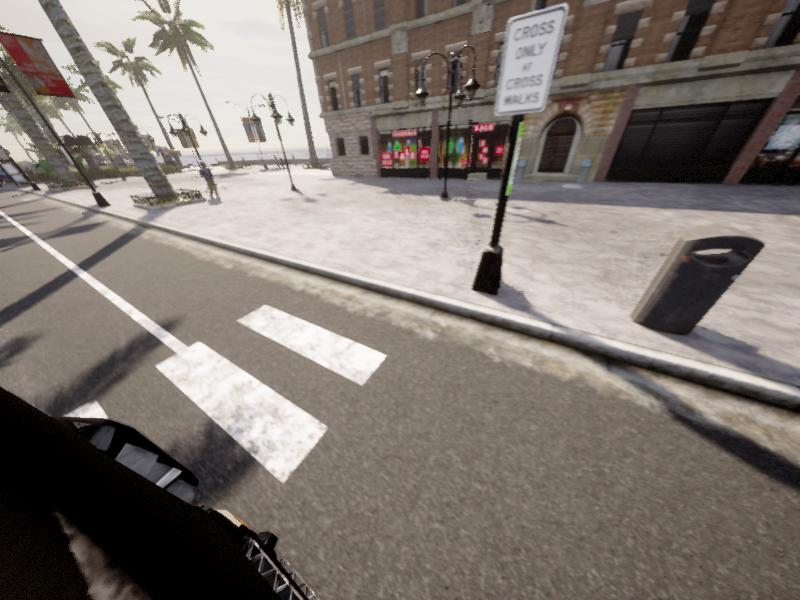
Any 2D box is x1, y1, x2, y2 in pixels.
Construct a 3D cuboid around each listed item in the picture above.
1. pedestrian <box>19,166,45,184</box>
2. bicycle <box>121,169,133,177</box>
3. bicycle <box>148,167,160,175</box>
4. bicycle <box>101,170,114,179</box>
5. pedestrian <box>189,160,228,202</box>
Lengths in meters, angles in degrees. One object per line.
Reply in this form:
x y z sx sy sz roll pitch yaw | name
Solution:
-45.258 -15.370 28.397 0.751 1.860 0.751 11 36 20 | pedestrian
-38.867 -18.108 32.887 1.643 1.024 0.373 16 38 25 | bicycle
-37.383 -19.608 35.043 1.643 1.024 0.373 16 38 25 | bicycle
-39.857 -17.107 31.449 1.643 1.024 0.373 16 38 25 | bicycle
-9.882 -6.176 11.985 0.751 1.860 0.751 23 41 33 | pedestrian
